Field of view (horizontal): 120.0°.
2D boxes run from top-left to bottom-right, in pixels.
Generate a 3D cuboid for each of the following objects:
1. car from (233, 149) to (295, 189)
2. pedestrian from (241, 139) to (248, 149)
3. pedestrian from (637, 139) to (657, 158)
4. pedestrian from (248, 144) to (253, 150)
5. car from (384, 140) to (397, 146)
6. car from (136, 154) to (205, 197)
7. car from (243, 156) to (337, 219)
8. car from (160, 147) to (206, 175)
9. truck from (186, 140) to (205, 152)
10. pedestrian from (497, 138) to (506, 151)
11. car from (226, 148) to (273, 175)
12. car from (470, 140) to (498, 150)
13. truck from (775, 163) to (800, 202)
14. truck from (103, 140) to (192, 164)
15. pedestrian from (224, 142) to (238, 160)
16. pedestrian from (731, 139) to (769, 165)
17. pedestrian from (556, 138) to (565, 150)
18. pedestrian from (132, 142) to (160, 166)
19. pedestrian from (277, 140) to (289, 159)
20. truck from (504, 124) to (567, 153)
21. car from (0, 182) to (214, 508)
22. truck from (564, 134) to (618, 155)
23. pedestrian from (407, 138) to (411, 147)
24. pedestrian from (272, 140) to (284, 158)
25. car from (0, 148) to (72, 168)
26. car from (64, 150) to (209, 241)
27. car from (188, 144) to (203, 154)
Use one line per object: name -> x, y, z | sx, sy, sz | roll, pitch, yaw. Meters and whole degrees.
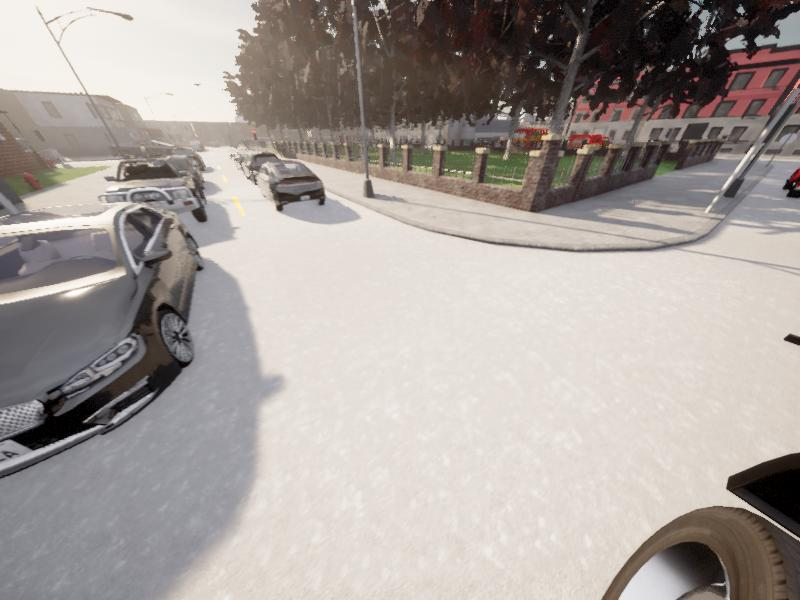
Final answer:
car -> -8.400, -8.140, 14.106 | 2.033, 1.649, 4.856 | -23, 41, -29
pedestrian -> -35.613, -35.570, 52.800 | 0.751, 1.860, 0.751 | -19, 39, -24
pedestrian -> 29.242, -18.010, 27.384 | 0.751, 1.860, 0.751 | -21, 40, -27
pedestrian -> -31.228, -31.825, 48.112 | 0.500, 1.100, 0.500 | -24, 41, -29
car -> -3.251, -53.039, 78.107 | 2.033, 1.649, 4.856 | -22, 41, -28
car -> -12.028, -6.876, 12.458 | 1.837, 1.490, 4.892 | -22, 41, -28
car -> -4.697, -4.866, 9.535 | 2.128, 1.511, 4.902 | -22, 41, -28
car -> -17.664, -11.614, 19.105 | 2.033, 1.649, 4.856 | -22, 40, -27
truck -> -45.494, -34.322, 51.500 | 2.390, 2.098, 6.274 | -22, 41, -28
pedestrian -> 17.848, -27.342, 40.707 | 0.751, 1.860, 0.751 | -9, 36, -12
car -> -12.285, -11.334, 18.768 | 2.128, 1.511, 4.902 | -24, 42, -30
car -> 17.410, -32.336, 48.222 | 2.152, 1.651, 5.027 | -22, 41, -28
truck -> 18.913, -5.572, 9.518 | 5.204, 2.467, 2.627 | -22, 41, -28
truck -> -28.785, -17.224, 26.741 | 6.274, 2.098, 2.390 | -14, 37, -19
pedestrian -> -20.557, -18.078, 28.053 | 0.751, 1.860, 0.751 | -22, 41, -28
pedestrian -> 30.423, -12.898, 20.125 | 0.751, 1.860, 0.751 | 4, 35, 6
pedestrian -> 31.145, -30.287, 44.777 | 0.751, 1.860, 0.751 | -29, 44, -34
pedestrian -> -23.564, -13.569, 21.486 | 0.751, 1.860, 0.751 | 0, 35, 0
pedestrian -> -14.309, -18.367, 28.233 | 0.751, 1.860, 0.751 | -22, 40, -27
truck -> 23.343, -28.365, 40.632 | 2.891, 3.827, 8.468 | -22, 41, -28
car -> -4.132, -0.314, 3.075 | 2.128, 1.511, 4.902 | -21, 40, -26
truck -> 28.602, -23.507, 34.877 | 2.627, 2.467, 5.204 | -23, 41, -28
pedestrian -> 2.250, -40.120, 58.951 | 0.751, 1.860, 0.751 | -22, 41, -28
pedestrian -> -15.824, -19.625, 30.028 | 0.751, 1.860, 0.751 | -23, 41, -28
car -> -37.284, -14.155, 22.967 | 4.902, 1.511, 2.128 | -22, 41, -28
car -> -7.989, -3.750, 7.660 | 1.932, 1.855, 4.605 | -22, 41, -28
car -> -40.564, -30.022, 45.933 | 1.812, 1.442, 4.674 | -22, 41, -28
